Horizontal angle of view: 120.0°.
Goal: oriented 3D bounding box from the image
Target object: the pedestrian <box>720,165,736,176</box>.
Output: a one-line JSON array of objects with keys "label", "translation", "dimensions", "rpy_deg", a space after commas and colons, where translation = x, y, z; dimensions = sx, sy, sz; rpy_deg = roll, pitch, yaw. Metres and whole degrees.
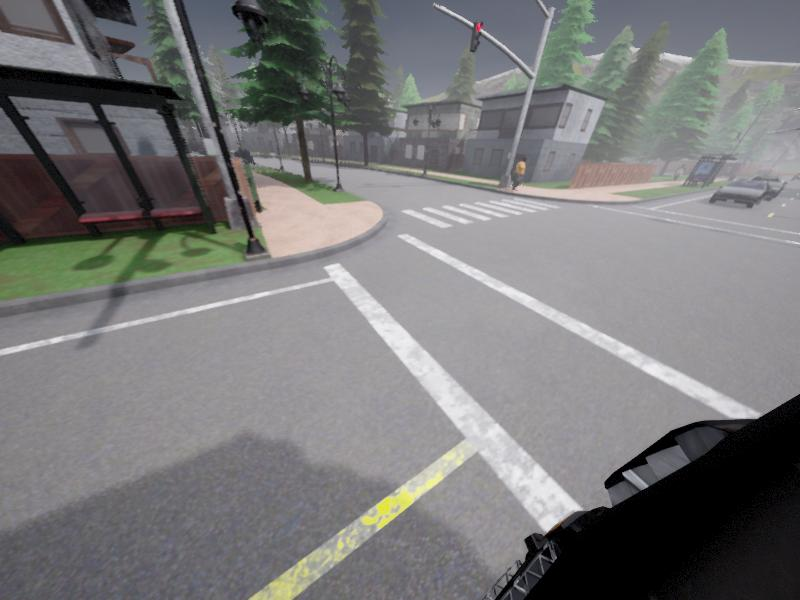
[{"label": "pedestrian", "translation": [61.815, -24.441, 43.570], "dimensions": [0.751, 1.860, 0.751], "rpy_deg": [13, 35, 14]}]

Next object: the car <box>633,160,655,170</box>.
[{"label": "car", "translation": [57.790, -32.099, 54.791], "dimensions": [4.605, 1.855, 1.932], "rpy_deg": [-18, 39, -28]}]

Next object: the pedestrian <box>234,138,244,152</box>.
[{"label": "pedestrian", "translation": [-27.136, -26.097, 38.931], "dimensions": [0.751, 1.860, 0.751], "rpy_deg": [-10, 36, -19]}]

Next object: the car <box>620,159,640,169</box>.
[{"label": "car", "translation": [56.101, -33.213, 56.332], "dimensions": [3.866, 1.878, 1.905], "rpy_deg": [-18, 39, -28]}]

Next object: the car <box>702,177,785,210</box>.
[{"label": "car", "translation": [22.205, -6.969, 14.925], "dimensions": [5.357, 1.411, 2.033], "rpy_deg": [-17, 38, -27]}]

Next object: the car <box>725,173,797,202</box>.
[{"label": "car", "translation": [28.399, -8.944, 18.179], "dimensions": [5.027, 1.651, 2.152], "rpy_deg": [-17, 38, -27]}]

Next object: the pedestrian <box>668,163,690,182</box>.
[{"label": "pedestrian", "translation": [31.538, -14.406, 26.096], "dimensions": [0.751, 1.860, 0.751], "rpy_deg": [-20, 40, -31]}]

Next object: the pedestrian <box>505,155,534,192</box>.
[{"label": "pedestrian", "translation": [7.023, -7.442, 13.647], "dimensions": [0.751, 1.860, 0.751], "rpy_deg": [-12, 37, -22]}]

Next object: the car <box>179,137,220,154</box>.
[{"label": "car", "translation": [-29.275, -22.604, 33.807], "dimensions": [4.605, 1.855, 1.932], "rpy_deg": [13, 35, 15]}]
